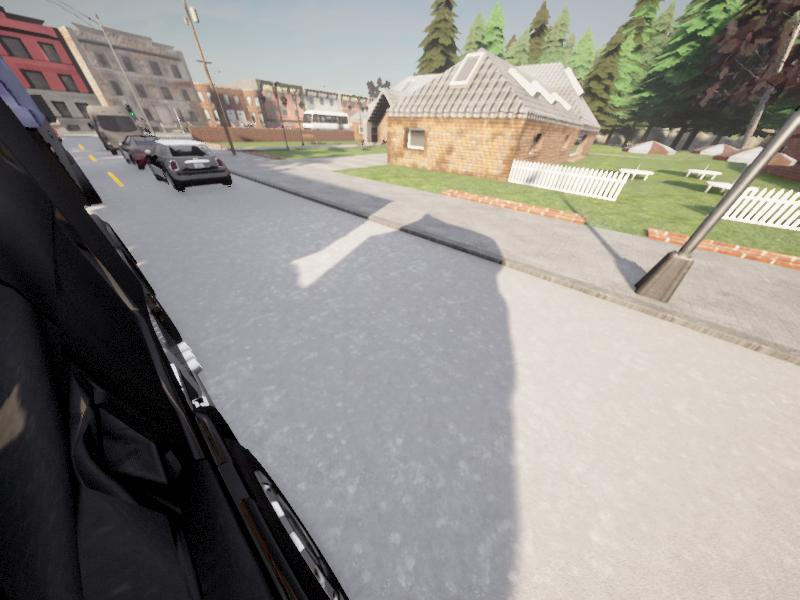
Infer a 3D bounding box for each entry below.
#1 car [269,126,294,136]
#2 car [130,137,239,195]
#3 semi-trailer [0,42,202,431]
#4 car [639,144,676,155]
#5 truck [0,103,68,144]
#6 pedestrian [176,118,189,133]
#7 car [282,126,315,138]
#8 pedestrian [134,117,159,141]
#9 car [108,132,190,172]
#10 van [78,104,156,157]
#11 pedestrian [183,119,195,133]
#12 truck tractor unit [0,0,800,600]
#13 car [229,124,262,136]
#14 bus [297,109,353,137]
[{"bbox_3d":[-22.184,-31.699,43.369,1.845,1.501,3.633,28,44,30],"label":"car"},{"bbox_3d":[-8.501,-5.426,9.132,3.806,1.475,1.970,28,44,30],"label":"car"},{"bbox_3d":[-8.703,-3.602,4.223,14.254,4.402,2.717,28,44,30],"label":"semi-trailer"},{"bbox_3d":[55.142,-32.397,49.642,5.027,1.651,2.152,28,44,30],"label":"car"},{"bbox_3d":[-30.549,-14.436,19.005,5.204,2.467,2.627,26,43,30],"label":"truck"},{"bbox_3d":[-34.650,-27.745,36.814,0.751,1.860,0.751,-28,47,-35],"label":"pedestrian"},{"bbox_3d":[-18.398,-30.562,42.077,1.882,1.535,5.008,28,44,30],"label":"car"},{"bbox_3d":[-25.383,-17.127,23.178,0.751,1.860,0.751,3,37,1],"label":"pedestrian"},{"bbox_3d":[-13.476,-8.037,12.405,4.181,1.385,1.994,28,44,30],"label":"car"},{"bbox_3d":[-19.619,-11.741,15.998,5.915,2.561,1.988,29,44,30],"label":"van"},{"bbox_3d":[-34.369,-28.401,37.710,0.751,1.860,0.751,-26,45,-33],"label":"pedestrian"},{"bbox_3d":[-2.645,-0.295,0.351,6.516,4.208,3.053,28,44,30],"label":"truck tractor unit"},{"bbox_3d":[-26.280,-28.942,39.362,1.851,1.617,3.988,28,44,30],"label":"car"},{"bbox_3d":[-15.444,-37.231,48.913,3.944,4.253,10.273,28,44,30],"label":"bus"}]
